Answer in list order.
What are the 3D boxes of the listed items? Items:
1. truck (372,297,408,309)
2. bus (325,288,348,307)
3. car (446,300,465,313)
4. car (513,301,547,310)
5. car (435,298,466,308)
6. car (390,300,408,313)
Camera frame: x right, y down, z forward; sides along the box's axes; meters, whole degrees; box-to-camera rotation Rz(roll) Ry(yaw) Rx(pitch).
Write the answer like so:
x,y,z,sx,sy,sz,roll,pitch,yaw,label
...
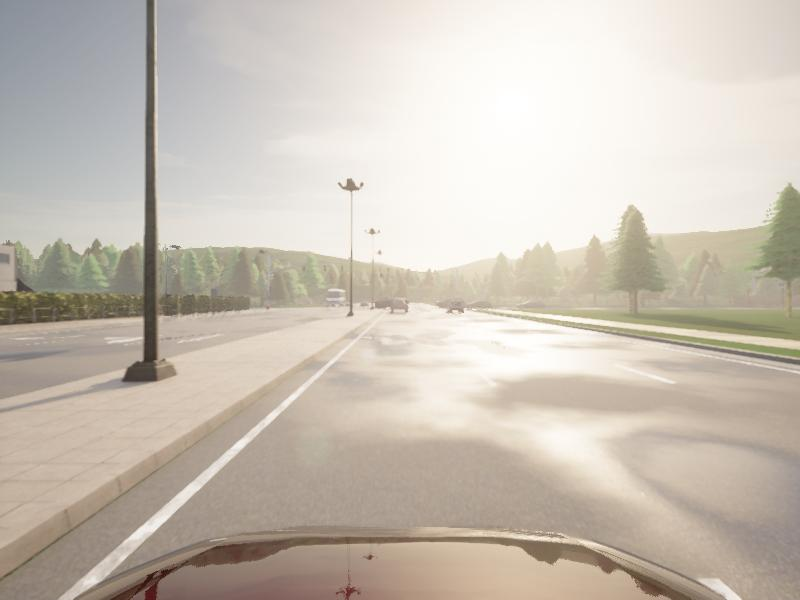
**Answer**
x,y,z,sx,sy,sz,roll,pitch,yaw,label
-1.796,0.540,71.722,6.274,2.098,2.390,0,0,33,truck
-15.261,-0.539,96.704,3.944,4.253,10.273,0,0,0,bus
6.900,0.788,50.244,1.851,1.617,3.988,0,0,0,car
21.519,0.870,66.157,4.902,1.511,2.128,0,0,0,car
9.702,0.572,77.084,5.566,2.045,2.150,0,0,19,car
-0.105,0.781,50.675,2.152,1.651,5.027,0,0,0,car
